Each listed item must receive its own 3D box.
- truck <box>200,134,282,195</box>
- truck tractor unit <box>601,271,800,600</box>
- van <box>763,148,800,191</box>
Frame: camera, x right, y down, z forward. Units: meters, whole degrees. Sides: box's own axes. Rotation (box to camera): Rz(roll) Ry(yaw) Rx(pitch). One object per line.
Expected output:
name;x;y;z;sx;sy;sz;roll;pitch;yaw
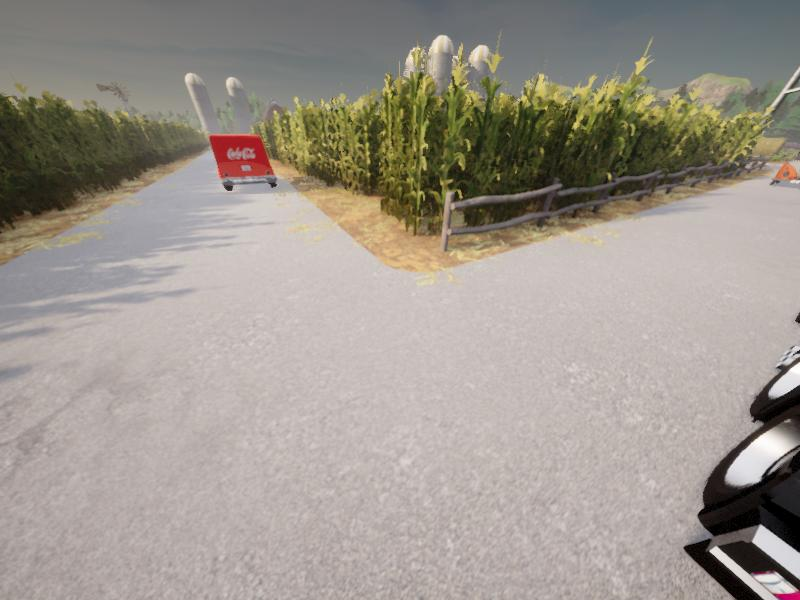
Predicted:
truck;-8.812;-7.843;13.048;2.627;2.467;5.204;-18;39;-24
truck tractor unit;5.119;-0.294;0.761;6.516;4.208;3.053;-18;39;-23
van;24.301;-7.822;13.697;4.442;1.987;1.775;-19;39;-25
